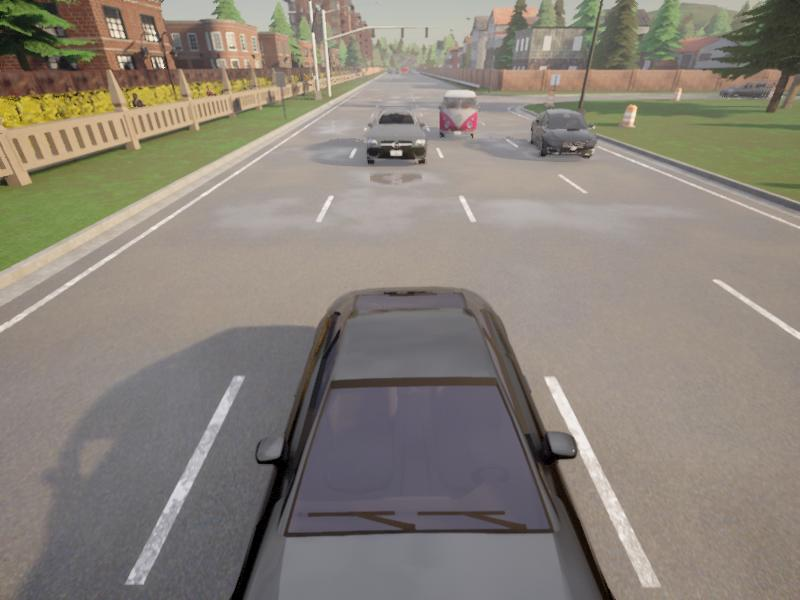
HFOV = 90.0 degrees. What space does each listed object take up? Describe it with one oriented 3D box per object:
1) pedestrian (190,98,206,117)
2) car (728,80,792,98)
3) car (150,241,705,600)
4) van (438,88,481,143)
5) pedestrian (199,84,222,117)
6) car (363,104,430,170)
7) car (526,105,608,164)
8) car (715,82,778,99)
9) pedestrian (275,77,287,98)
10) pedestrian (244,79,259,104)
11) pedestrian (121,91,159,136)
[{"bbox_3d":[-13.106,-12.478,25.940,0.500,1.100,0.500,5,31,9],"label":"pedestrian"},{"bbox_3d":[40.735,-23.969,45.424,4.611,1.667,2.242,4,31,7],"label":"car"},{"bbox_3d":[0.101,1.019,2.928,1.994,1.385,4.181,-1,30,1],"label":"car"},{"bbox_3d":[2.943,-9.219,19.796,1.775,1.987,4.442,4,31,7],"label":"van"},{"bbox_3d":[-12.324,-13.011,26.096,0.751,1.860,0.751,-1,30,-1],"label":"pedestrian"},{"bbox_3d":[-0.135,-6.425,15.388,2.152,1.651,5.027,0,30,0],"label":"car"},{"bbox_3d":[6.484,-6.798,16.142,1.837,1.490,4.892,4,31,7],"label":"car"},{"bbox_3d":[37.041,-22.416,42.854,4.514,1.525,2.007,2,30,4],"label":"car"},{"bbox_3d":[-12.448,-22.210,41.832,0.751,1.860,0.751,0,30,0],"label":"pedestrian"},{"bbox_3d":[-13.082,-18.417,35.346,0.751,1.860,0.751,0,30,0],"label":"pedestrian"},{"bbox_3d":[-12.314,-8.855,18.987,0.751,1.860,0.751,0,30,0],"label":"pedestrian"}]
